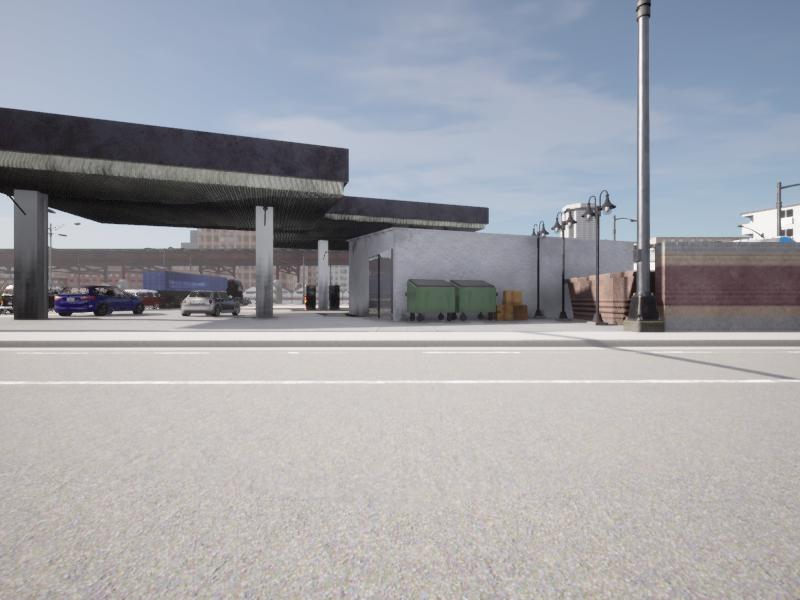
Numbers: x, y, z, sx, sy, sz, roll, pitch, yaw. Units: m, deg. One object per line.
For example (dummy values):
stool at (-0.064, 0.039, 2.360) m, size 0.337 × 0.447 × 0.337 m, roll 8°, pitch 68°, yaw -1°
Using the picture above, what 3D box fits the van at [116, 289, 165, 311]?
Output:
van at (-26.164, -0.021, 40.485) m, size 2.069 × 2.038 × 4.480 m, roll 0°, pitch 1°, yaw -1°

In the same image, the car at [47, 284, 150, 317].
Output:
car at (-16.492, 0.038, 22.265) m, size 2.242 × 1.667 × 4.611 m, roll 0°, pitch 0°, yaw 1°

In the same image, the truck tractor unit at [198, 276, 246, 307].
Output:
truck tractor unit at (-25.452, -1.123, 57.601) m, size 3.053 × 4.208 × 6.516 m, roll 0°, pitch 0°, yaw 11°

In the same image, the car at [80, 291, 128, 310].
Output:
car at (-29.626, 0.047, 40.189) m, size 1.905 × 1.878 × 3.866 m, roll 0°, pitch 0°, yaw 0°

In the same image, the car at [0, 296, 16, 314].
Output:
car at (-29.680, 0.344, 27.559) m, size 1.895 × 1.301 × 4.718 m, roll 0°, pitch 0°, yaw 0°

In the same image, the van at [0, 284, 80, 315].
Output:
van at (-26.173, -0.029, 29.188) m, size 2.069 × 2.038 × 4.480 m, roll 0°, pitch 0°, yaw 0°

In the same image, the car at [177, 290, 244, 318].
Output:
car at (-10.744, 0.199, 23.004) m, size 1.970 × 1.475 × 3.806 m, roll 0°, pitch 0°, yaw 1°

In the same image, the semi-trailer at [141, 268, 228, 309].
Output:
semi-trailer at (-26.002, -1.218, 49.726) m, size 2.717 × 4.402 × 14.254 m, roll 0°, pitch 0°, yaw 2°
